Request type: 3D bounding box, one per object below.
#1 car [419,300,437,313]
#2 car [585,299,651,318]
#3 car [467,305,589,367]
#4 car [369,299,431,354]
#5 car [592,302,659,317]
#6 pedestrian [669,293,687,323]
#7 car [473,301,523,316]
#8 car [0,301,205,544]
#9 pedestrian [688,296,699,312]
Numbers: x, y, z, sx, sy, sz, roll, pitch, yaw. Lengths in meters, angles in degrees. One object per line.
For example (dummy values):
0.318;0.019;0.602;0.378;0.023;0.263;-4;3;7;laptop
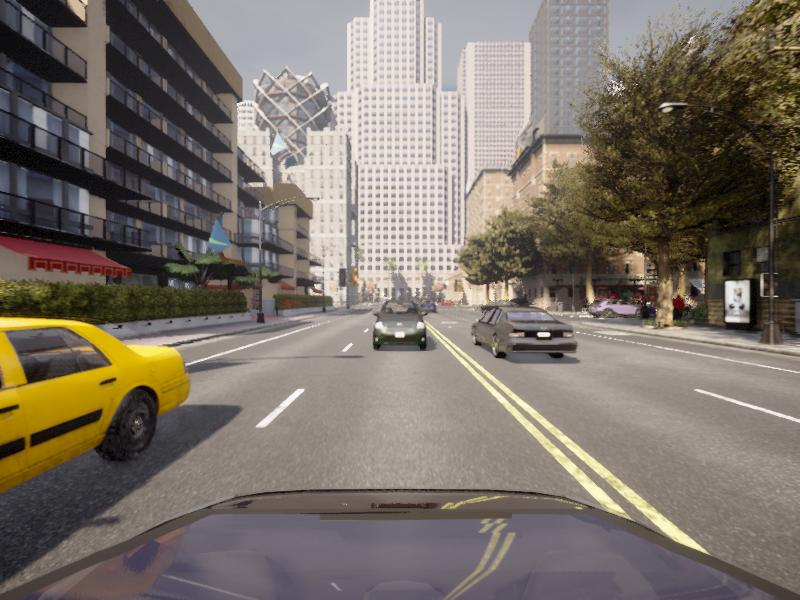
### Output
3.496;0.778;50.923;2.033;1.649;4.856;0;0;0;car
19.444;0.778;35.771;4.856;1.649;2.033;0;0;-4;car
3.503;0.895;12.254;2.033;1.411;5.357;0;0;0;car
0.000;0.788;13.931;1.851;1.617;3.988;0;0;0;car
22.105;0.895;39.401;5.357;1.411;2.033;0;0;3;car
17.576;0.485;25.257;0.751;1.860;0.751;0;0;-39;pedestrian
10.550;0.851;43.376;4.792;1.488;2.163;0;0;38;car
-3.500;0.801;2.658;1.801;1.575;5.366;0;0;0;car
35.015;0.501;47.696;0.751;1.860;0.751;0;0;-11;pedestrian
